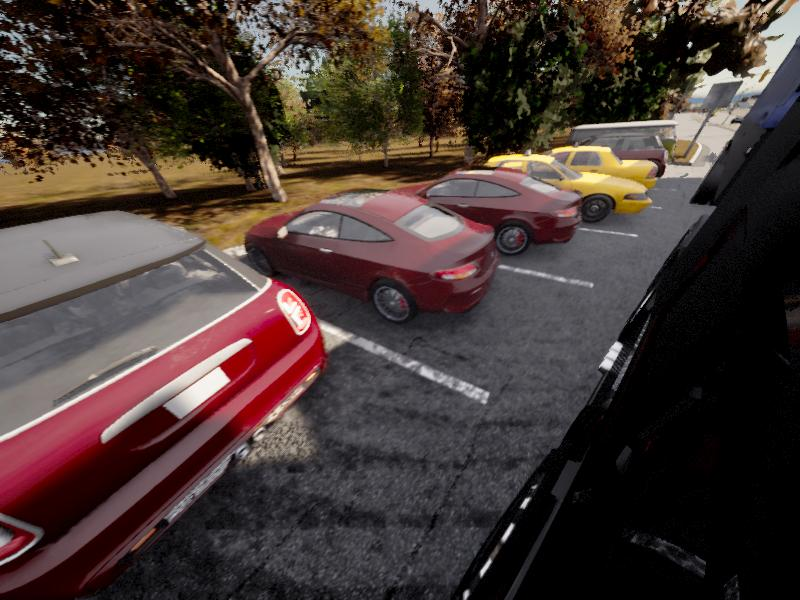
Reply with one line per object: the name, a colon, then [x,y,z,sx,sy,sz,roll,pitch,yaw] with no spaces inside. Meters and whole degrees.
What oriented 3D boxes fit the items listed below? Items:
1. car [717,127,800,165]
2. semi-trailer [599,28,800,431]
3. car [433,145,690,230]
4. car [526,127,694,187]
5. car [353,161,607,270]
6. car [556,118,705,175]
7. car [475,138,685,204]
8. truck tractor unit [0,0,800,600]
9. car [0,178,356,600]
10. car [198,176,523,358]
car: [19.321,-8.449,12.587,4.181,1.385,1.994,-31,45,-33]
semi-trailer: [8.627,-3.650,4.298,14.254,4.402,2.717,-29,44,-31]
car: [3.883,-3.485,6.799,5.366,1.575,1.946,17,40,25]
car: [8.216,-6.077,9.791,4.553,1.767,2.185,16,41,25]
car: [1.470,-2.276,5.411,4.674,1.452,2.002,17,41,25]
car: [10.505,-7.380,11.219,4.442,1.987,1.878,16,40,24]
car: [5.800,-4.802,8.448,5.366,1.575,1.946,16,41,25]
truck tractor unit: [2.645,-0.295,0.351,6.516,4.208,3.053,-28,44,-30]
car: [-3.054,0.011,2.359,4.553,1.767,2.185,17,41,26]
car: [-0.793,-1.065,3.934,4.674,1.452,2.002,17,41,26]
